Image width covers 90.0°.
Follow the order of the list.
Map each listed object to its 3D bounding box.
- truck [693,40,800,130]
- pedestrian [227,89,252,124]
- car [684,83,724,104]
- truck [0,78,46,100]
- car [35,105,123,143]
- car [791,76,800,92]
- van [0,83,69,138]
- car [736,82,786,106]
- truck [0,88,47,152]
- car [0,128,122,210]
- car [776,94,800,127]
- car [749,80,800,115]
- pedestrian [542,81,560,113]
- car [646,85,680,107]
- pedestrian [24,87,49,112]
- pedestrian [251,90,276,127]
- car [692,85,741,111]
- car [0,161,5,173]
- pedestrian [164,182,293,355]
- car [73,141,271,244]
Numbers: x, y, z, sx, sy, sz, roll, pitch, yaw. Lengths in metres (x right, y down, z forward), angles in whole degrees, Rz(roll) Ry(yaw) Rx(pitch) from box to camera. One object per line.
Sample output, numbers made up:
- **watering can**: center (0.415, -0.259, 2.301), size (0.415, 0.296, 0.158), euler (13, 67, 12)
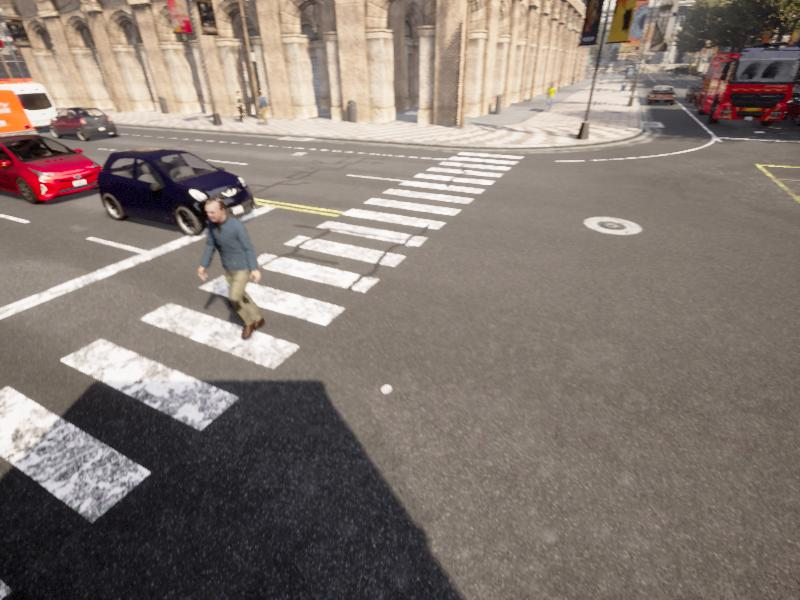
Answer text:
- **truck**: center (19.737, -12.481, 23.017), size (2.891, 3.827, 8.468), euler (13, 33, 23)
- **pedestrian**: center (-9.770, -11.842, 24.459), size (0.751, 1.860, 0.751), euler (12, 33, 21)
- **car**: center (26.177, -17.939, 34.604), size (1.994, 1.385, 4.181), euler (13, 33, 22)
- **truck**: center (-53.080, -29.147, 55.235), size (2.627, 2.467, 5.204), euler (14, 33, 24)
- **car**: center (-16.882, -9.346, 21.087), size (3.633, 1.501, 1.845), euler (14, 33, 23)
- **car**: center (43.905, -23.071, 42.726), size (1.970, 1.475, 3.806), euler (14, 33, 23)
- **van**: center (-22.673, -11.183, 23.417), size (5.915, 2.561, 1.988), euler (14, 33, 24)
- **car**: center (28.400, -16.306, 31.626), size (1.970, 1.475, 3.806), euler (14, 33, 24)
- **truck**: center (-20.162, -8.563, 18.915), size (5.204, 2.467, 2.627), euler (14, 33, 23)
- **car**: center (-10.718, -3.925, 11.604), size (4.514, 1.525, 2.007), euler (13, 33, 23)
- **car**: center (22.619, -10.365, 21.810), size (1.895, 1.301, 4.718), euler (14, 33, 23)
- **car**: center (25.728, -13.738, 26.996), size (2.097, 1.767, 4.553), euler (13, 33, 23)
- **pedestrian**: center (10.150, -13.645, 26.916), size (0.751, 1.860, 0.751), euler (14, 34, 24)
- **car**: center (21.657, -16.954, 33.120), size (1.895, 1.301, 4.718), euler (13, 33, 23)
- **pedestrian**: center (-31.142, -17.161, 34.253), size (0.751, 1.860, 0.751), euler (14, 34, 24)
- **pedestrian**: center (-7.833, -11.025, 22.998), size (0.751, 1.860, 0.751), euler (13, 33, 22)
- **car**: center (23.211, -14.967, 29.497), size (1.970, 1.475, 3.806), euler (13, 33, 23)
- **car**: center (-16.820, -5.360, 14.289), size (4.892, 1.490, 1.837), euler (13, 33, 23)
- **pedestrian**: center (-1.983, -0.374, 4.862), size (0.751, 1.860, 0.751), euler (12, 33, 22)
- **car**: center (-5.118, -2.598, 9.149), size (3.633, 1.501, 1.845), euler (13, 33, 23)
